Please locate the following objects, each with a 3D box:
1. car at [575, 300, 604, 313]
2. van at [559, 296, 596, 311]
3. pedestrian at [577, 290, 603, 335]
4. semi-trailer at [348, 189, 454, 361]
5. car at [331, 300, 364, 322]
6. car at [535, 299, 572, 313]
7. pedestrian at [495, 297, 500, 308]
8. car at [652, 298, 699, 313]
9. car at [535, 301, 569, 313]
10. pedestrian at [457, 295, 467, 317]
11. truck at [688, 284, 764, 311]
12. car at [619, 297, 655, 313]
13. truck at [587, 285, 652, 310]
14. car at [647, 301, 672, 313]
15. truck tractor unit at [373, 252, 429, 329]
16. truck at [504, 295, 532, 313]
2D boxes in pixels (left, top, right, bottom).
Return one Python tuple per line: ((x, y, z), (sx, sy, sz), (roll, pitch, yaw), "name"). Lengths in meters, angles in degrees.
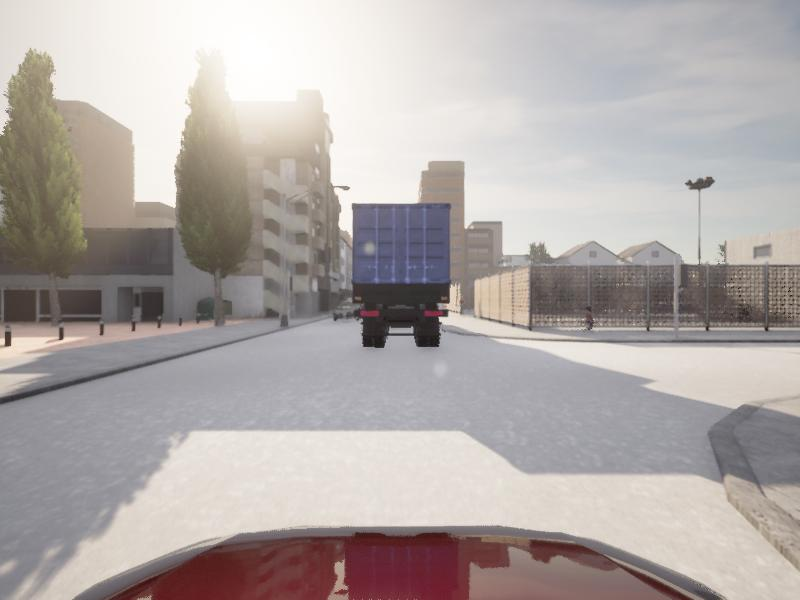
((22.652, 0.712, 47.965), (1.845, 1.501, 3.633), (0, 0, 0), "car")
((25.700, 0.519, 57.978), (4.480, 2.038, 2.069), (0, 0, 0), "van")
((8.052, 0.509, 17.014), (0.751, 1.860, 0.751), (0, 0, 0), "pedestrian")
((0.043, -0.634, 17.341), (2.717, 4.402, 14.254), (0, 0, 0), "semi-trailer")
((-3.955, 0.800, 30.896), (2.007, 1.525, 4.514), (0, 0, 0), "car")
((18.198, 0.703, 47.405), (3.705, 1.547, 1.789), (0, 0, 0), "car")
((16.387, 0.464, 67.137), (0.751, 1.860, 0.751), (0, 0, 6), "pedestrian")
((32.057, 0.649, 46.756), (2.242, 1.667, 4.611), (0, 0, 0), "car")
((17.971, 0.775, 47.566), (2.033, 1.415, 5.357), (0, 0, 0), "car")
((5.378, 0.502, 34.543), (0.751, 1.860, 0.751), (0, 0, 0), "pedestrian")
((46.931, -0.374, 57.813), (8.468, 3.827, 2.891), (0, 0, 1), "truck")
((27.766, 0.543, 47.022), (1.905, 1.878, 3.866), (0, 0, 0), "car")
((33.930, -0.377, 61.963), (8.468, 3.827, 2.891), (0, 0, 0), "truck")
((29.925, 0.753, 46.152), (1.481, 1.379, 2.207), (0, 0, 0), "car")
((0.055, -0.546, 25.255), (3.053, 4.208, 6.516), (0, 0, 0), "truck tractor unit")
((14.012, 0.463, 47.742), (2.069, 2.038, 4.478), (0, 0, 0), "truck")
